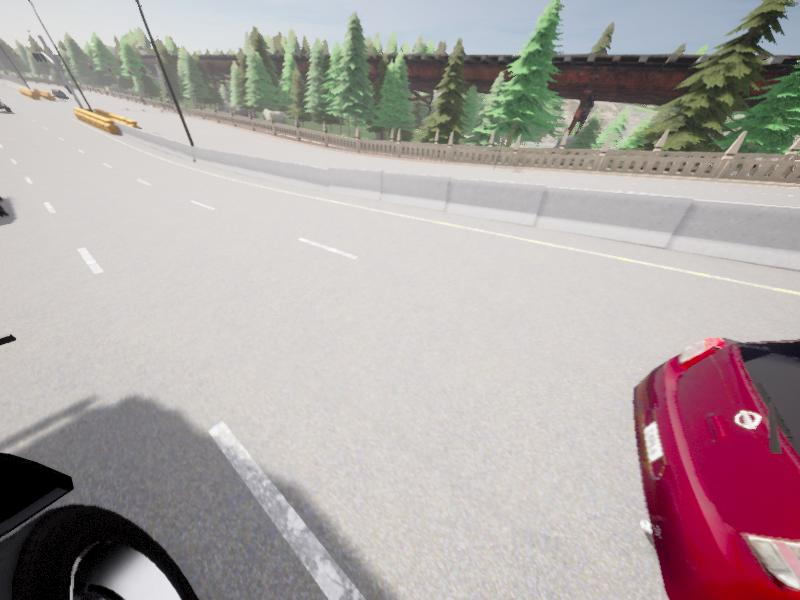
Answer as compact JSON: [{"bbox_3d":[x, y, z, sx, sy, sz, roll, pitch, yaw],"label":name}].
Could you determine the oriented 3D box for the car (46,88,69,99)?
[{"bbox_3d":[-76.727,-46.308,51.792,3.988,1.617,1.851,28,43,24],"label":"car"}]

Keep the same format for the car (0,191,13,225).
[{"bbox_3d":[-14.599,-3.543,7.252,5.366,1.575,1.801,24,41,27],"label":"car"}]

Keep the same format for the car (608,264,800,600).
[{"bbox_3d":[3.251,1.388,0.639,3.633,1.501,1.845,22,40,28],"label":"car"}]

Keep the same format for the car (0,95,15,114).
[{"bbox_3d":[-51.148,-24.788,29.015,3.866,1.878,1.905,28,43,24],"label":"car"}]
